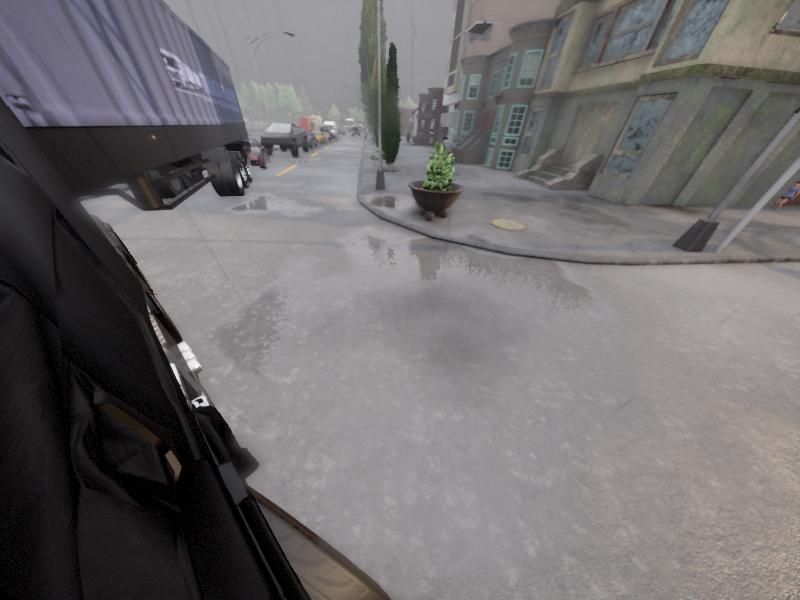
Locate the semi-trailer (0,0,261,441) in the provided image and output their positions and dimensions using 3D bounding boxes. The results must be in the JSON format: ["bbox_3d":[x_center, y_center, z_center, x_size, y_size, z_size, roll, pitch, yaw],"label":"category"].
[{"bbox_3d":[-6.263,-4.576,5.674,2.717,4.402,14.254,-11,39,-18],"label":"semi-trailer"}]

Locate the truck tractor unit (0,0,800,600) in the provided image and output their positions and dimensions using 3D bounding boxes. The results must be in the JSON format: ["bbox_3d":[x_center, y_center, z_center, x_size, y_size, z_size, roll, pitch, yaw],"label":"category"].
[{"bbox_3d":[-2.645,-0.295,0.352,6.516,4.208,3.053,28,44,30],"label":"truck tractor unit"}]

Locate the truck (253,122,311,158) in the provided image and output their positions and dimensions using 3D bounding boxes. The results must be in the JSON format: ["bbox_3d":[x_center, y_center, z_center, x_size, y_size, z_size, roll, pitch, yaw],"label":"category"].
[{"bbox_3d":[-9.376,-13.359,19.156,2.390,2.098,6.274,-2,37,-7],"label":"truck"}]

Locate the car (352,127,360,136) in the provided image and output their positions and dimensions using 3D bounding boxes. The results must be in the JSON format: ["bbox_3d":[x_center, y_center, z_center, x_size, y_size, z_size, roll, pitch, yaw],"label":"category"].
[{"bbox_3d":[-11.284,-43.335,59.320,1.905,1.878,3.866,-2,37,-7],"label":"car"}]

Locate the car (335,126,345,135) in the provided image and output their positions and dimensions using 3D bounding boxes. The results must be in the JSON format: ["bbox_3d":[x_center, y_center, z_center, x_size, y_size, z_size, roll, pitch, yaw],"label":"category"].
[{"bbox_3d":[-15.280,-43.270,59.037,2.097,1.767,4.553,-2,37,-7],"label":"car"}]

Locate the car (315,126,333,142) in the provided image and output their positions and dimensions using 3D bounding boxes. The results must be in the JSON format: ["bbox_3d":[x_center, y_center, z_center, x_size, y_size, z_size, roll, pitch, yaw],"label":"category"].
[{"bbox_3d":[-11.982,-26.523,36.777,1.932,1.855,4.605,-2,37,-7],"label":"car"}]

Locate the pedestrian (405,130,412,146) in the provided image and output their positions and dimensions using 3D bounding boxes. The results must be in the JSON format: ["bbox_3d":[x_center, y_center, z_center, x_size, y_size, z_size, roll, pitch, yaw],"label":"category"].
[{"bbox_3d":[1.159,-23.415,33.331,0.751,1.860,0.751,-4,37,-10],"label":"pedestrian"}]

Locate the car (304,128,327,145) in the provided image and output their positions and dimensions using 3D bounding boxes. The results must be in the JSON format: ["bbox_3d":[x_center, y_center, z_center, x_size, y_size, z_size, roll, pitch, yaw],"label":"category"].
[{"bbox_3d":[-11.061,-21.686,30.617,1.801,1.575,5.366,-2,37,-7],"label":"car"}]

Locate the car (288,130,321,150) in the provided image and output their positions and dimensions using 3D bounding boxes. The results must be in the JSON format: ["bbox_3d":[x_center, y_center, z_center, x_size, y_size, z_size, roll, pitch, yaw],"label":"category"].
[{"bbox_3d":[-10.242,-17.474,25.095,2.128,1.511,4.902,-2,37,-7],"label":"car"}]

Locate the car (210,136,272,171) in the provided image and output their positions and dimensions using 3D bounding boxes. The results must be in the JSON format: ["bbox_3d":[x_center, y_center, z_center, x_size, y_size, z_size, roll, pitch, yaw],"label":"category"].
[{"bbox_3d":[-8.961,-8.624,13.478,1.994,1.385,4.181,-10,38,-16],"label":"car"}]

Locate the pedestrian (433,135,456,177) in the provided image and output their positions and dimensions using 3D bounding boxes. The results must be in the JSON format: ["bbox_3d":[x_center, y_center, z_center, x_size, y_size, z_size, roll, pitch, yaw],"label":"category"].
[{"bbox_3d":[2.321,-7.659,12.328,0.751,1.860,0.751,-3,37,-7],"label":"pedestrian"}]

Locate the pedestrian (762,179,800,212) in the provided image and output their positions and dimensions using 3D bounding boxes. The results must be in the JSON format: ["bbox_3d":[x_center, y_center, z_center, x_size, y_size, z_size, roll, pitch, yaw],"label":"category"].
[{"bbox_3d":[15.229,-4.085,9.031,0.500,1.100,0.500,-1,37,-6],"label":"pedestrian"}]

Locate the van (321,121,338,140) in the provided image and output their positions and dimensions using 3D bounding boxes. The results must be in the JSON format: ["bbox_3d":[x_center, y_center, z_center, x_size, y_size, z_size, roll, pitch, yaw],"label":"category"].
[{"bbox_3d":[-12.859,-31.296,42.552,1.988,2.561,5.915,-2,37,-7],"label":"van"}]
